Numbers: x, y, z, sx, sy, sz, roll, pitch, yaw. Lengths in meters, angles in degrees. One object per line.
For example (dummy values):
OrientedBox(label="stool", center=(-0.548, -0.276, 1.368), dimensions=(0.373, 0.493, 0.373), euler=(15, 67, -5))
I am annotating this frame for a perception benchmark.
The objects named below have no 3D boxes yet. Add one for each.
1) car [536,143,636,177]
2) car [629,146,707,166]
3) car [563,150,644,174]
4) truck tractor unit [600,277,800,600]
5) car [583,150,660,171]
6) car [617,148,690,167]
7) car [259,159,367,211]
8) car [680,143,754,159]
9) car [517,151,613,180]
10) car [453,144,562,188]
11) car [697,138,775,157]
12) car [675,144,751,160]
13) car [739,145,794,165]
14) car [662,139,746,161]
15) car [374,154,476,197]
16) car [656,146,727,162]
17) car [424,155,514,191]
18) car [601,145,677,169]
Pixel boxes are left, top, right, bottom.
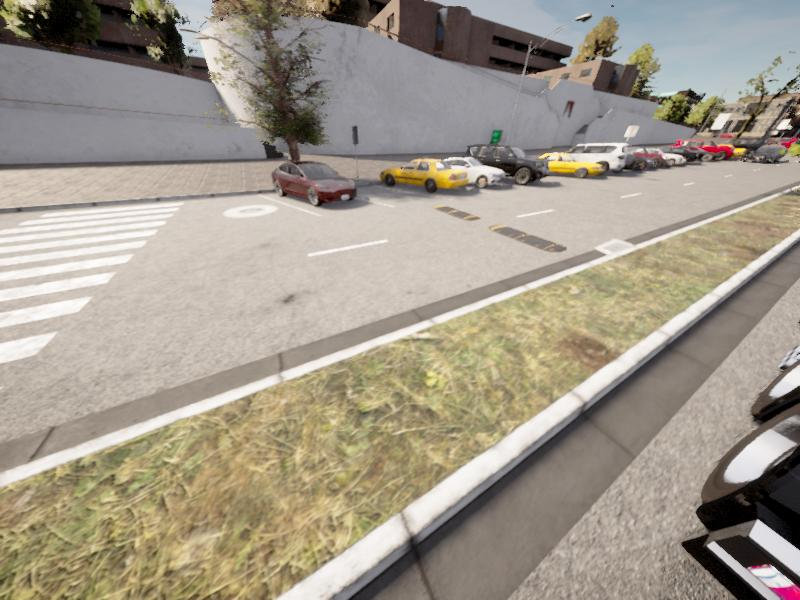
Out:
OrientedBox(label="car", center=(14.522, -11.272, 18.410), dimensions=(5.566, 2.045, 2.435), euler=(27, 43, 34))
OrientedBox(label="car", center=(27.791, -15.198, 24.267), dimensions=(5.008, 1.535, 2.097), euler=(26, 43, 34))
OrientedBox(label="car", center=(17.170, -11.862, 19.720), dimensions=(4.792, 1.488, 2.163), euler=(26, 43, 34))
OrientedBox(label="truck tractor unit", center=(5.132, -0.279, 0.748), dimensions=(6.516, 4.208, 3.053), euler=(-17, 39, -23))
OrientedBox(label="car", center=(19.849, -12.671, 20.869), dimensions=(4.674, 1.452, 2.002), euler=(27, 43, 34))
OrientedBox(label="car", center=(25.140, -14.335, 23.155), dimensions=(4.674, 1.452, 2.002), euler=(26, 43, 34))
OrientedBox(label="car", center=(-3.971, -5.372, 10.402), dimensions=(4.792, 1.488, 2.163), euler=(27, 42, 34))
OrientedBox(label="car", center=(40.880, -19.446, 30.081), dimensions=(5.366, 1.575, 1.946), euler=(26, 43, 34))
OrientedBox(label="car", center=(12.035, -10.172, 17.281), dimensions=(5.366, 1.575, 1.946), euler=(27, 42, 34))
OrientedBox(label="car", center=(6.626, -8.810, 14.912), dimensions=(5.566, 2.045, 2.435), euler=(27, 42, 34))
OrientedBox(label="car", center=(46.284, -21.249, 32.142), dimensions=(5.566, 2.045, 2.435), euler=(26, 43, 34))
OrientedBox(label="car", center=(38.516, -18.480, 28.734), dimensions=(5.366, 1.575, 1.946), euler=(26, 43, 34))
OrientedBox(label="car", center=(38.195, -15.158, 24.074), dimensions=(4.892, 1.490, 1.837), euler=(-18, 39, -22))
OrientedBox(label="car", center=(35.750, -17.910, 27.541), dimensions=(5.566, 2.045, 2.435), euler=(26, 43, 34))
OrientedBox(label="car", center=(1.160, -7.073, 12.831), dimensions=(5.366, 1.575, 1.946), euler=(27, 43, 34))
OrientedBox(label="car", center=(33.106, -16.843, 26.557), dimensions=(4.792, 1.488, 2.163), euler=(26, 43, 34))
OrientedBox(label="car", center=(3.949, -7.777, 13.927), dimensions=(4.674, 1.452, 2.002), euler=(27, 42, 34))
OrientedBox(label="car", center=(22.470, -13.650, 21.934), dimensions=(4.553, 1.767, 2.185), euler=(26, 43, 34))
